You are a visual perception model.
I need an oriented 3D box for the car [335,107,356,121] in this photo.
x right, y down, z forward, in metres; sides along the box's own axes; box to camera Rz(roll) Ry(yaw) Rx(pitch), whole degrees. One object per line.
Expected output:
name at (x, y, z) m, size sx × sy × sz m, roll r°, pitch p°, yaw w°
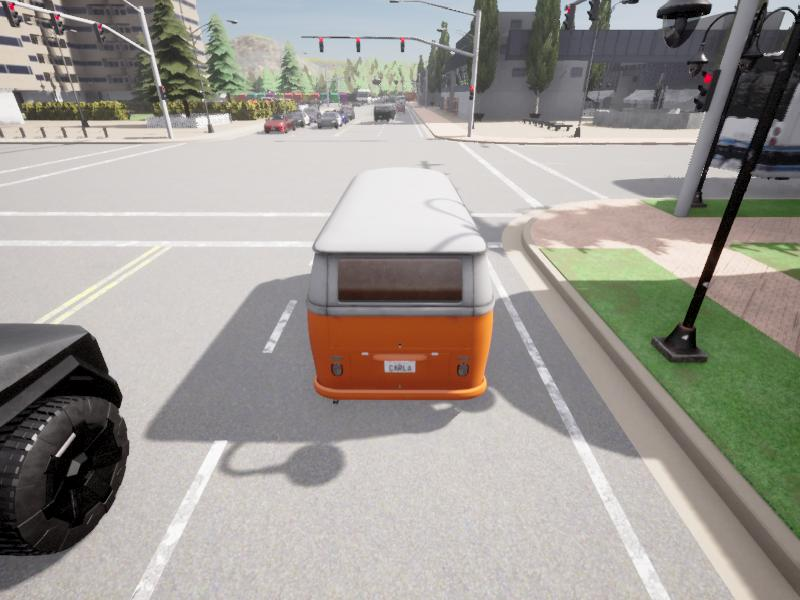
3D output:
car at (-6.973, -24.104, 51.784) m, size 2.128 × 1.511 × 4.902 m, roll 0°, pitch 27°, yaw 0°

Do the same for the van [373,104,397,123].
van at (-1.758, -22.406, 47.963) m, size 1.775 × 1.987 × 4.442 m, roll 6°, pitch 28°, yaw 12°

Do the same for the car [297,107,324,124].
car at (-10.475, -21.717, 47.017) m, size 2.033 × 1.649 × 4.856 m, roll 0°, pitch 27°, yaw 0°

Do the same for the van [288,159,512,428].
van at (0.011, -0.599, 5.591) m, size 1.775 × 1.987 × 4.442 m, roll 0°, pitch 27°, yaw 0°

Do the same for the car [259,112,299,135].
car at (-10.545, -15.635, 35.310) m, size 2.007 × 1.525 × 4.514 m, roll 1°, pitch 27°, yaw 2°

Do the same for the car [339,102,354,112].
car at (-10.460, -37.577, 77.936) m, size 2.242 × 1.667 × 4.611 m, roll 0°, pitch 27°, yaw 0°

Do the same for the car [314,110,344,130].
car at (-6.980, -18.002, 39.905) m, size 2.038 × 1.542 × 4.974 m, roll 0°, pitch 27°, yaw 0°

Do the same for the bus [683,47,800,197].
bus at (17.019, -6.242, 14.077) m, size 10.273 × 4.253 × 3.944 m, roll 0°, pitch 27°, yaw -1°

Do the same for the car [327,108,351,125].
car at (-6.976, -21.196, 46.116) m, size 2.007 × 1.525 × 4.514 m, roll 0°, pitch 27°, yaw 0°

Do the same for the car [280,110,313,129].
car at (-10.479, -18.490, 40.853) m, size 2.038 × 1.542 × 4.974 m, roll 0°, pitch 27°, yaw 0°

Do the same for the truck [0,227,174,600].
truck at (-3.498, 1.800, 0.806) m, size 2.390 × 2.098 × 6.274 m, roll 0°, pitch 27°, yaw 0°

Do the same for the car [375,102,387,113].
car at (-3.462, -35.309, 73.408) m, size 2.033 × 1.649 × 4.856 m, roll 0°, pitch 27°, yaw 0°
